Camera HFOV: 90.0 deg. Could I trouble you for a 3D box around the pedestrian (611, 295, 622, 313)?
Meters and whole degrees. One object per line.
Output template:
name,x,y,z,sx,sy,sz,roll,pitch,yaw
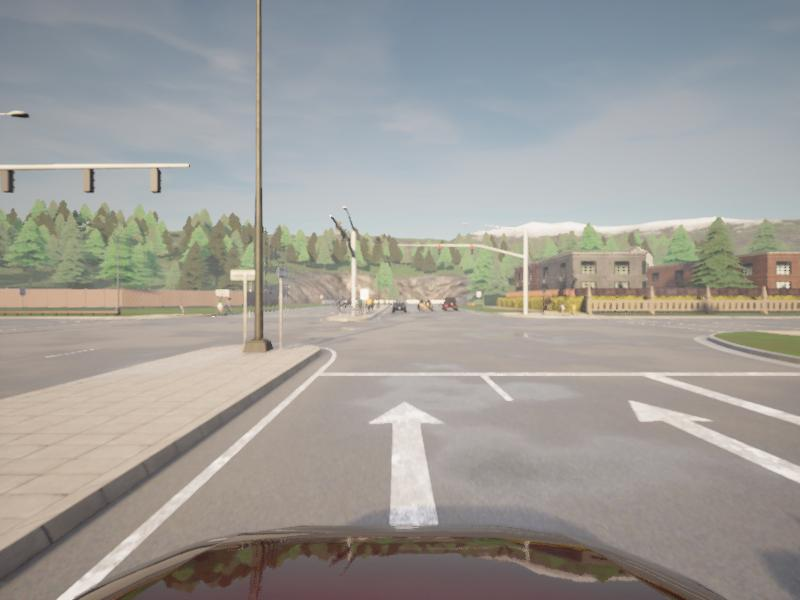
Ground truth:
pedestrian,22.701,0.440,41.948,0.751,1.860,0.751,0,0,-1

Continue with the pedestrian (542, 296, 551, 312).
pedestrian,16.186,0.437,44.278,0.751,1.860,0.751,0,0,-2

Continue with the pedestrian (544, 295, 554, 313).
pedestrian,15.866,0.439,42.690,0.751,1.860,0.751,0,0,-8

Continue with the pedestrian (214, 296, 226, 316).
pedestrian,-16.869,0.597,37.459,0.751,1.860,0.751,0,0,2

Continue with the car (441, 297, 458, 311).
car,6.918,0.586,55.976,1.905,1.878,3.866,0,0,0

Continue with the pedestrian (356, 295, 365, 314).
pedestrian,-3.994,0.441,40.497,0.751,1.860,0.751,0,0,-22

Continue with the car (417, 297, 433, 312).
car,3.416,0.596,54.996,1.932,1.855,4.605,0,1,0

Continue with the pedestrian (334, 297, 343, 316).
pedestrian,-6.090,0.605,39.509,0.751,1.860,0.751,0,0,-26

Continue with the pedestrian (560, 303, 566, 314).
pedestrian,16.099,0.822,39.552,0.500,1.100,0.500,0,0,18

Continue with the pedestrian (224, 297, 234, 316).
pedestrian,-16.617,0.595,38.891,0.751,1.860,0.751,0,0,-12
